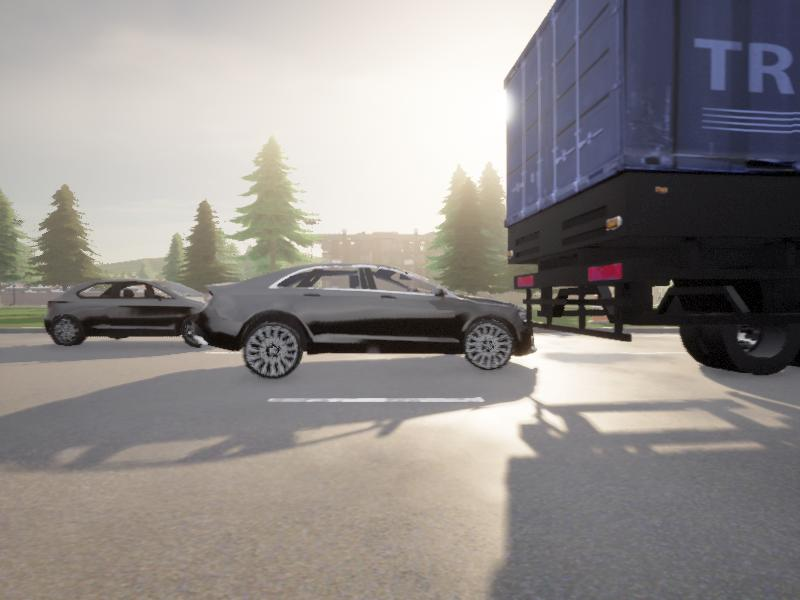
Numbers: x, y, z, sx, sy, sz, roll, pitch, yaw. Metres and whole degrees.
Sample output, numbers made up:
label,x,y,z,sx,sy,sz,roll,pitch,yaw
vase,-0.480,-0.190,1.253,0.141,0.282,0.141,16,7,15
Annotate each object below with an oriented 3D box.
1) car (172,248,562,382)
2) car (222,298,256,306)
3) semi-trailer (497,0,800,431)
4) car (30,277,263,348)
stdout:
label,x,y,z,sx,sy,sz,roll,pitch,yaw
car,-0.374,0.240,6.070,4.902,1.511,2.128,1,-2,-12
car,-25.610,0.352,63.763,4.718,1.301,1.895,0,0,0
semi-trailer,8.611,-1.224,5.072,14.254,4.402,2.717,0,0,-6
car,-5.560,0.256,9.197,4.193,1.474,1.816,0,0,0
